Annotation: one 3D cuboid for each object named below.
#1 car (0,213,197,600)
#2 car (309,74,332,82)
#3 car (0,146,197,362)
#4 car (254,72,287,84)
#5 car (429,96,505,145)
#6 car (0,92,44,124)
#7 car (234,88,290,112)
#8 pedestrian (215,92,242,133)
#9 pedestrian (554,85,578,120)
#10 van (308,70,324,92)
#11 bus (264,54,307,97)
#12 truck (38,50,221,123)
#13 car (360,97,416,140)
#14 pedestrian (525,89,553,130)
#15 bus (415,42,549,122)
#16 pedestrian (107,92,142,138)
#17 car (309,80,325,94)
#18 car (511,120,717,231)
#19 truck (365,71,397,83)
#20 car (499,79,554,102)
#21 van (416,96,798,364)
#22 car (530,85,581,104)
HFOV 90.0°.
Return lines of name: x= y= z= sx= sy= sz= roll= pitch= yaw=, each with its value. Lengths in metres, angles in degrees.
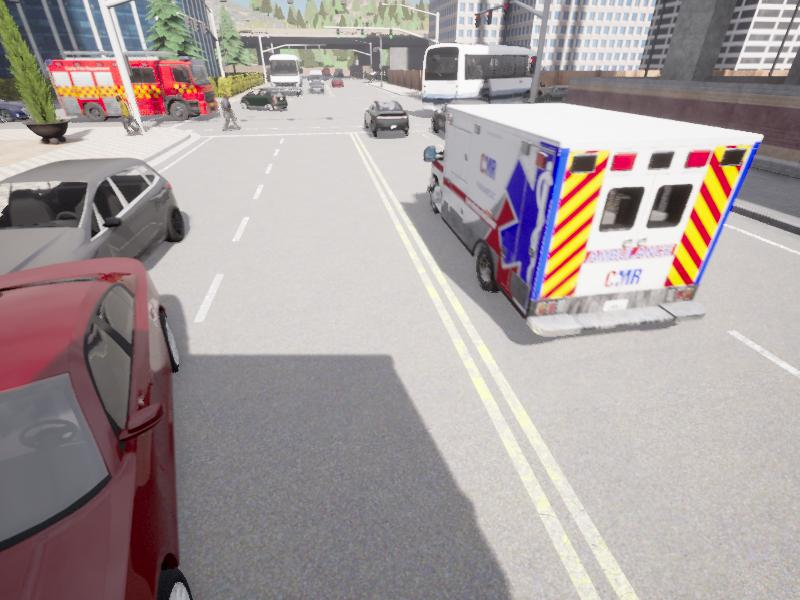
car: x=-2.756 y=0.960 z=2.844 sx=1.882 sy=1.535 sz=5.008 roll=-15 pitch=33 yaw=-23
car: x=-17.857 y=-49.804 z=89.861 sx=2.033 sy=1.411 sz=5.357 roll=15 pitch=33 yaw=23
car: x=-5.215 y=-1.113 z=6.286 sx=2.242 sy=1.667 sz=4.611 roll=-5 pitch=30 yaw=-8
car: x=-25.796 y=-44.302 z=79.794 sx=5.566 sy=2.045 sz=2.150 roll=0 pitch=30 yaw=0
car: x=3.069 y=-8.920 z=19.621 sx=2.242 sy=1.667 sz=4.611 roll=-5 pitch=31 yaw=-9
car: x=-25.754 y=-11.878 z=24.779 sx=4.856 sy=1.649 sz=2.033 roll=-6 pitch=31 yaw=-9
car: x=-10.861 y=-15.874 z=31.668 sx=3.705 sy=1.549 sz=1.789 roll=12 pitch=31 yaw=19
pedestrian: x=-8.958 y=-9.796 z=20.905 sx=0.751 sy=1.860 sz=0.751 roll=-1 pitch=30 yaw=-2
pedestrian: x=10.226 y=-12.174 z=24.644 sx=0.751 sy=1.860 sz=0.751 roll=-4 pitch=31 yaw=-7
van: x=-12.164 y=-31.899 z=58.125 sx=1.988 sy=2.561 sz=5.915 roll=-5 pitch=31 yaw=-9
bus: x=-13.921 y=-27.980 z=49.721 sx=3.944 sy=4.253 sz=10.273 roll=-5 pitch=31 yaw=-9
truck: x=-16.559 y=-13.507 z=25.368 sx=8.468 sy=3.827 sz=2.891 roll=-3 pitch=30 yaw=-6
car: x=-0.750 y=-9.584 z=20.924 sx=2.128 sy=1.511 sz=4.902 roll=-5 pitch=31 yaw=-9
pedestrian: x=7.155 y=-9.831 z=20.636 sx=0.751 sy=1.860 sz=0.751 roll=-22 pitch=37 yaw=-33
bus: x=6.024 y=-15.676 z=28.637 sx=3.944 sy=4.253 sz=10.273 roll=25 pitch=39 yaw=38
pedestrian: x=-12.694 y=-8.567 z=18.506 sx=0.751 sy=1.860 sz=0.751 roll=-12 pitch=32 yaw=-19
car: x=-10.771 y=-27.579 z=51.812 sx=1.812 sy=1.442 sz=4.674 roll=-5 pitch=31 yaw=-9
car: x=4.980 y=-3.559 z=10.531 sx=1.801 sy=1.575 sz=5.366 roll=-5 pitch=31 yaw=-9
truck: x=-3.947 y=-46.664 z=83.731 sx=6.274 sy=2.098 sz=2.390 roll=-5 pitch=31 yaw=-9
car: x=12.681 y=-21.114 z=40.274 sx=4.605 sy=1.855 sz=1.932 roll=-4 pitch=31 yaw=-7
van: x=2.120 y=-1.982 z=6.996 sx=2.351 sy=2.431 sz=6.366 roll=-5 pitch=31 yaw=-9
car: x=14.595 y=-19.331 z=37.616 sx=3.806 sy=1.475 sz=1.970 roll=-5 pitch=31 yaw=-8
